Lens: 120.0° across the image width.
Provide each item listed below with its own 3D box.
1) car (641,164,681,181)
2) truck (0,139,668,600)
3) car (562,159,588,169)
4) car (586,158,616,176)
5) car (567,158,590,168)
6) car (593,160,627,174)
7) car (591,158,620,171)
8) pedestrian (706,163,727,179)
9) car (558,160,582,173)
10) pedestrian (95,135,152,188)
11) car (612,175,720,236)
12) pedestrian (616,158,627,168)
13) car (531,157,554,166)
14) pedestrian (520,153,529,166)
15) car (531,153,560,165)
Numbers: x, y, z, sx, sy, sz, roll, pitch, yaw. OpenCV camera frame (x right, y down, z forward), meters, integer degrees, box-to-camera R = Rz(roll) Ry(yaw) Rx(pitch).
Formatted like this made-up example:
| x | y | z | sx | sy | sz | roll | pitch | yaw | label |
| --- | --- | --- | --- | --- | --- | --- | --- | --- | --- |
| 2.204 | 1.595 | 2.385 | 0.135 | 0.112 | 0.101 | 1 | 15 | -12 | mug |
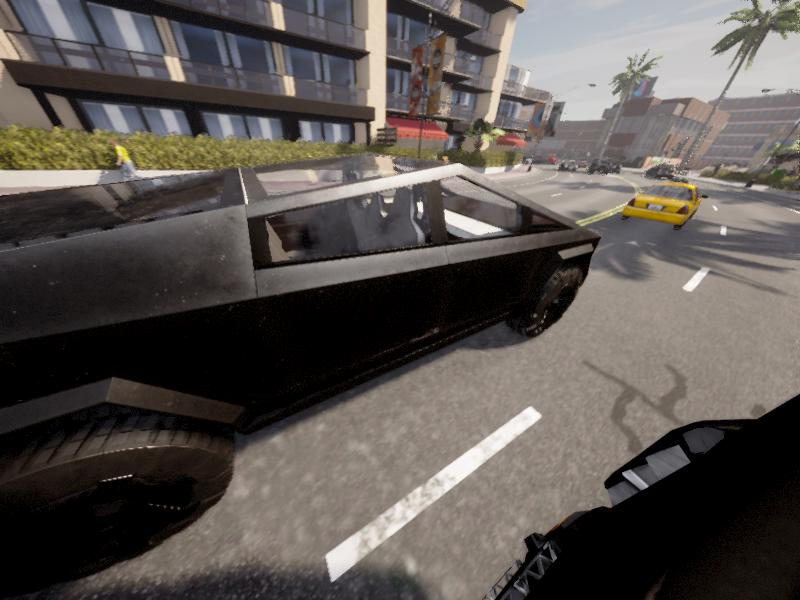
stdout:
| x | y | z | sx | sy | sz | roll | pitch | yaw | label |
| --- | --- | --- | --- | --- | --- | --- | --- | --- | --- |
| 34.259 | -16.912 | 30.442 | 1.851 | 1.617 | 3.988 | 16 | 36 | 18 | car |
| -0.422 | -0.354 | 2.543 | 6.274 | 2.098 | 2.390 | -16 | 38 | -26 | truck |
| 35.206 | -27.535 | 46.639 | 1.994 | 1.385 | 4.181 | 2 | 34 | -2 | car |
| 27.527 | -18.312 | 31.769 | 1.905 | 1.878 | 3.866 | 17 | 36 | 20 | car |
| 38.714 | -29.863 | 50.213 | 1.789 | 1.549 | 3.705 | -2 | 34 | -8 | car |
| 33.502 | -21.425 | 37.085 | 2.242 | 1.667 | 4.611 | 12 | 35 | 13 | car |
| 38.406 | -25.479 | 43.335 | 1.905 | 1.878 | 3.866 | 5 | 34 | 4 | car |
| 45.344 | -18.515 | 33.146 | 0.751 | 1.860 | 0.751 | 15 | 36 | 18 | pedestrian |
| 24.913 | -19.723 | 34.053 | 1.970 | 1.475 | 3.806 | 15 | 36 | 18 | car |
| -11.670 | -5.871 | 9.841 | 0.751 | 1.860 | 0.751 | -18 | 39 | -29 | pedestrian |
| 11.023 | -4.100 | 9.498 | 5.366 | 1.575 | 1.801 | -22 | 41 | -32 | car |
| 47.073 | -29.071 | 49.086 | 0.751 | 1.860 | 0.751 | 1 | 34 | -3 | pedestrian |
| 31.528 | -30.823 | 51.260 | 1.994 | 1.385 | 4.181 | -2 | 34 | -8 | car |
| 21.966 | -24.758 | 40.703 | 0.751 | 1.860 | 0.751 | 11 | 34 | 11 | pedestrian |
| 34.305 | -33.342 | 54.661 | 2.150 | 2.045 | 5.566 | -6 | 35 | -13 | car |
